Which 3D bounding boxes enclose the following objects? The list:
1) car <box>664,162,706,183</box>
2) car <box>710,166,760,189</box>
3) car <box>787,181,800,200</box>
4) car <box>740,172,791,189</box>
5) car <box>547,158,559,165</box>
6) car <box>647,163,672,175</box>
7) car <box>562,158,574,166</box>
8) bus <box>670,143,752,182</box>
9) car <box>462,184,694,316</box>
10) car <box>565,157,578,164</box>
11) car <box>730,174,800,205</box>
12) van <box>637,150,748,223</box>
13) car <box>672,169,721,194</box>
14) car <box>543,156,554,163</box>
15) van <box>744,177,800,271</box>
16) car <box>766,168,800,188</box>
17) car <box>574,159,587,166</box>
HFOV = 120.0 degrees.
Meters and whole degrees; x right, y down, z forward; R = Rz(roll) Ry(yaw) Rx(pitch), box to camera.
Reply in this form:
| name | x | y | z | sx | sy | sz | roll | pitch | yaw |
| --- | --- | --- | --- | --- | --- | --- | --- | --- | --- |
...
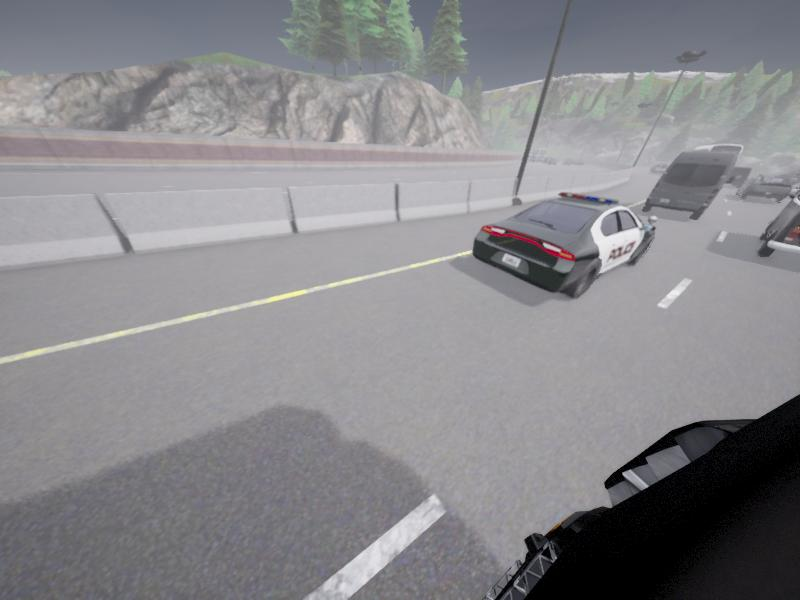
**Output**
| name | x | y | z | sx | sy | sz | roll | pitch | yaw |
| --- | --- | --- | --- | --- | --- | --- | --- | --- | --- |
| car | 36.262 | -16.450 | 29.604 | 2.150 | 2.045 | 5.566 | 26 | 40 | 31 |
| car | 36.179 | -13.411 | 25.132 | 1.905 | 1.878 | 3.866 | 28 | 41 | 33 |
| car | 32.556 | -8.459 | 17.751 | 4.193 | 1.474 | 1.816 | -27 | 43 | -37 |
| car | 42.402 | -13.980 | 26.972 | 1.895 | 1.301 | 4.718 | 26 | 40 | 31 |
| car | 40.126 | -36.406 | 60.654 | 2.007 | 1.525 | 4.514 | 18 | 36 | 22 |
| car | 47.066 | -23.840 | 41.959 | 1.851 | 1.617 | 3.988 | 22 | 38 | 27 |
| car | 43.424 | -35.668 | 59.662 | 1.789 | 1.549 | 3.705 | 18 | 36 | 22 |
| bus | 45.985 | -20.795 | 34.865 | 3.944 | 4.253 | 10.273 | 24 | 39 | 29 |
| car | 4.059 | -1.545 | 5.219 | 4.974 | 1.542 | 2.038 | -18 | 38 | -28 |
| car | 53.726 | -43.665 | 72.439 | 1.930 | 1.638 | 5.238 | 13 | 35 | 15 |
| car | 26.743 | -8.240 | 16.977 | 4.902 | 1.511 | 2.128 | -26 | 43 | -36 |
| van | 14.403 | -5.718 | 11.356 | 5.915 | 2.561 | 1.988 | -22 | 41 | -32 |
| car | 25.834 | -10.459 | 20.263 | 4.514 | 1.525 | 2.007 | -26 | 43 | -36 |
| car | 45.806 | -43.256 | 71.258 | 2.033 | 1.649 | 4.856 | 14 | 35 | 17 |
| van | 11.930 | -2.168 | 6.255 | 4.480 | 2.038 | 2.069 | -20 | 40 | -31 |
| car | 48.249 | -14.956 | 28.331 | 1.932 | 1.855 | 4.605 | 25 | 39 | 30 |
| car | 48.980 | -37.351 | 62.679 | 1.816 | 1.474 | 4.193 | 17 | 36 | 20 |
